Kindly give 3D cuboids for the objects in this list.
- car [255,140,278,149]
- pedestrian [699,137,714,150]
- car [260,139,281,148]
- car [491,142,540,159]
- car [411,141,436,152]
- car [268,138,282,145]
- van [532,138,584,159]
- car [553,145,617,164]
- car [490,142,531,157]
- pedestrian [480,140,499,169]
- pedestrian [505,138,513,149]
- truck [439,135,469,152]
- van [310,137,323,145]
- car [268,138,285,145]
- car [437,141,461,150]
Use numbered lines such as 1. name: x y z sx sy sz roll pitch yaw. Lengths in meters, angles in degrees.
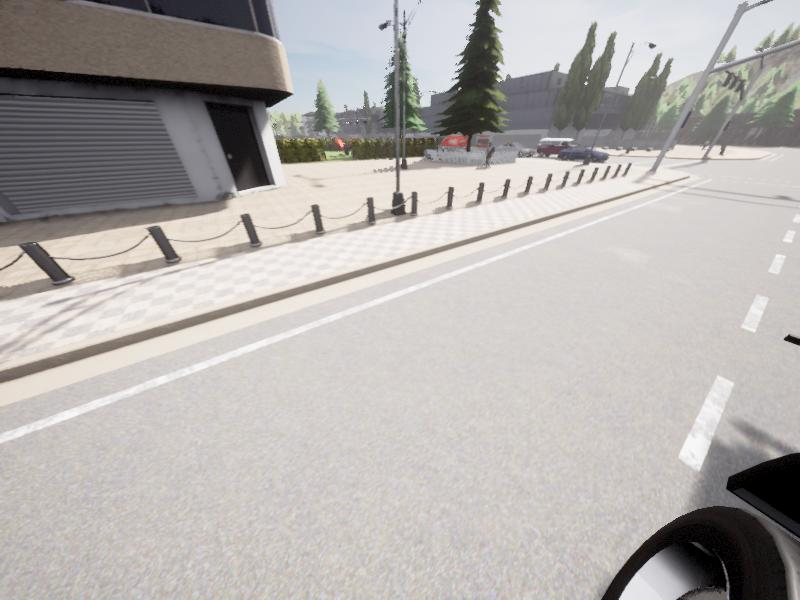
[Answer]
1. car: -34.686 -40.567 60.040 4.605 1.855 1.932 -21 40 -27
2. pedestrian: 54.066 -27.654 40.775 0.751 1.860 0.751 -25 42 -31
3. car: -35.354 -42.726 63.106 4.605 1.855 1.932 -21 40 -27
4. car: 14.701 -19.313 29.761 2.152 1.651 5.027 -21 40 -26
5. car: 4.254 -28.484 42.833 2.033 1.649 4.856 -21 40 -26
6. car: -44.142 -56.011 81.735 3.866 1.878 1.905 -21 40 -26
7. van: 19.516 -18.938 28.828 2.069 2.038 4.480 -21 40 -27
8. car: 19.139 -15.289 24.177 1.812 1.442 4.674 -20 40 -25
9. car: 15.911 -21.902 33.494 1.882 1.535 5.008 -21 41 -26
10. pedestrian: 6.823 -11.129 17.699 0.751 1.860 0.751 -27 43 -33
11. pedestrian: 21.652 -31.011 45.773 0.751 1.860 0.751 -24 42 -30
12. truck: 10.404 -30.777 45.340 2.627 2.467 5.204 -21 41 -26
13. van: -31.680 -60.216 87.379 2.351 2.431 6.366 -20 40 -26
14. car: -42.605 -54.604 79.725 4.605 1.855 1.932 -21 40 -26
15. car: 10.664 -33.889 50.502 1.801 1.575 5.366 -21 40 -26
